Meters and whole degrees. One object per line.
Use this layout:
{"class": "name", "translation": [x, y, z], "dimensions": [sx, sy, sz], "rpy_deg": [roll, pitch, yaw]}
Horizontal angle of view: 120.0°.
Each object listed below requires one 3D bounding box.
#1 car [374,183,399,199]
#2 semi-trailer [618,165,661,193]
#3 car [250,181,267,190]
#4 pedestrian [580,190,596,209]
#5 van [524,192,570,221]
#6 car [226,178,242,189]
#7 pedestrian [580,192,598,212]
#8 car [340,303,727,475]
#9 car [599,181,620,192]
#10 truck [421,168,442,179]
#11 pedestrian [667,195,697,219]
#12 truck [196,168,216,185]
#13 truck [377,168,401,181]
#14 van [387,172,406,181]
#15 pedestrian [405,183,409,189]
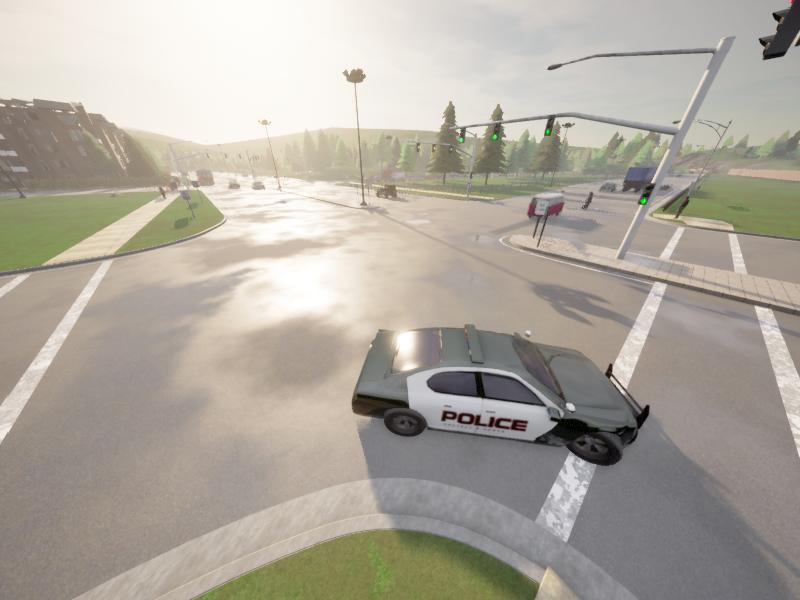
{"class": "car", "translation": [-2.078, -16.624, 35.268], "dimensions": [1.905, 1.878, 3.866], "rpy_deg": [-22, 37, -34]}
{"class": "semi-trailer", "translation": [47.823, -24.248, 45.942], "dimensions": [14.254, 4.402, 2.717], "rpy_deg": [-23, 37, -34]}
{"class": "car", "translation": [-30.108, -24.369, 49.070], "dimensions": [1.837, 1.490, 4.892], "rpy_deg": [-22, 37, -34]}
{"class": "pedestrian", "translation": [21.079, -11.234, 25.917], "dimensions": [0.751, 1.860, 0.751], "rpy_deg": [-23, 37, -34]}
{"class": "van", "translation": [13.861, -8.845, 21.699], "dimensions": [4.442, 1.987, 1.775], "rpy_deg": [-23, 37, -34]}
{"class": "car", "translation": [-36.850, -25.854, 51.276], "dimensions": [1.905, 1.878, 3.866], "rpy_deg": [-22, 37, -34]}
{"class": "pedestrian", "translation": [20.121, -10.481, 24.610], "dimensions": [0.751, 1.860, 0.751], "rpy_deg": [-26, 39, -38]}
{"class": "car", "translation": [1.708, 1.408, 4.396], "dimensions": [4.974, 1.542, 2.038], "rpy_deg": [4, 30, 6]}
{"class": "car", "translation": [41.460, -22.484, 45.689], "dimensions": [5.027, 1.651, 2.152], "rpy_deg": [-26, 39, -37]}
{"class": "truck", "translation": [12.805, -51.511, 93.760], "dimensions": [8.468, 3.827, 2.891], "rpy_deg": [-23, 37, -34]}
{"class": "pedestrian", "translation": [24.624, -8.105, 20.191], "dimensions": [0.751, 1.860, 0.751], "rpy_deg": [-3, 30, -5]}
{"class": "truck", "translation": [-52.597, -33.485, 62.531], "dimensions": [2.891, 3.827, 8.468], "rpy_deg": [-21, 36, -32]}
{"class": "truck", "translation": [-3.707, -44.581, 81.750], "dimensions": [8.468, 3.827, 2.891], "rpy_deg": [-23, 37, -34]}
{"class": "van", "translation": [-1.240, -42.720, 79.933], "dimensions": [6.366, 2.431, 2.351], "rpy_deg": [-23, 37, -34]}
{"class": "pedestrian", "translation": [1.411, -23.543, 47.690], "dimensions": [0.500, 1.100, 0.500], "rpy_deg": [-20, 36, -31]}
